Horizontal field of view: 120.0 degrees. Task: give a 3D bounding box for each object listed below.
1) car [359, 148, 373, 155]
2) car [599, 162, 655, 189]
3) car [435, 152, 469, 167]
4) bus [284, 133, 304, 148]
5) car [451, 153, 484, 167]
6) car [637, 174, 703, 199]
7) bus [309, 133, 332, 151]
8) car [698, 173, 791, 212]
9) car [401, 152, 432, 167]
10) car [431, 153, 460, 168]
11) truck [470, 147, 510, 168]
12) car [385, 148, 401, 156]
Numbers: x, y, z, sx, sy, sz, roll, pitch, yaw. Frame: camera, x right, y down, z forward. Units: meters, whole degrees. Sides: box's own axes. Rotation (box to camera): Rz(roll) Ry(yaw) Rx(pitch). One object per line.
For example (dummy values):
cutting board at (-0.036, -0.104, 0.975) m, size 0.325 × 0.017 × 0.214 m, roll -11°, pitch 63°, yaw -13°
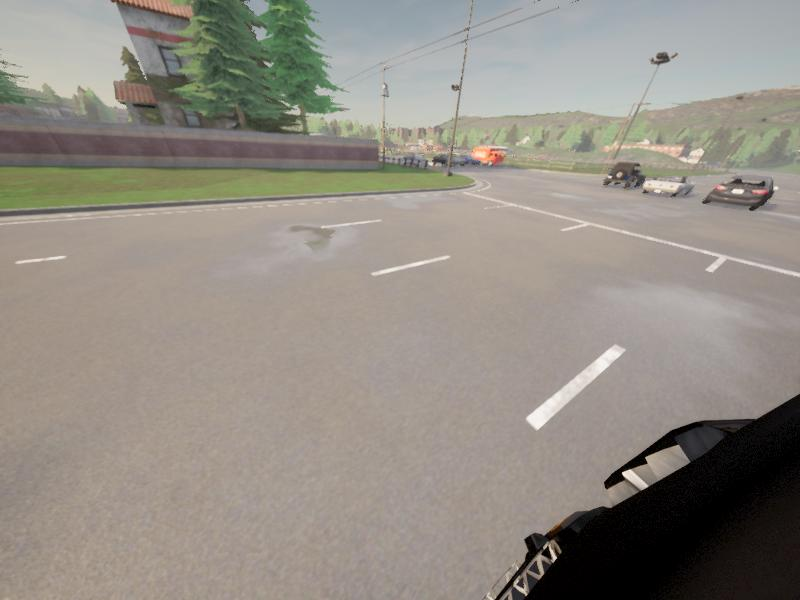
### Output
car at (-8.349, -36.328, 56.505) m, size 1.994 × 1.385 × 4.181 m, roll -13°, pitch 37°, yaw -23°
car at (20.005, -11.030, 20.383) m, size 3.866 × 1.878 × 1.905 m, roll -17°, pitch 39°, yaw -27°
car at (7.887, -21.707, 35.660) m, size 2.152 × 1.651 × 5.027 m, roll -17°, pitch 39°, yaw -28°
bus at (-39.554, -59.337, 85.897) m, size 3.944 × 4.253 × 10.273 m, roll -17°, pitch 39°, yaw -28°
car at (10.853, -22.589, 37.297) m, size 1.882 × 1.535 × 5.008 m, roll -17°, pitch 39°, yaw -28°
car at (20.172, -8.554, 17.221) m, size 4.718 × 1.301 × 1.895 m, roll -17°, pitch 39°, yaw -27°
bus at (-24.853, -49.374, 72.139) m, size 3.944 × 4.253 × 10.273 m, roll -15°, pitch 38°, yaw -26°
car at (21.249, -6.753, 14.269) m, size 4.611 × 1.667 × 2.242 m, roll -17°, pitch 39°, yaw -27°
car at (2.198, -19.569, 32.160) m, size 1.812 × 1.442 × 4.674 m, roll -17°, pitch 39°, yaw -28°
car at (6.286, -19.508, 32.284) m, size 1.789 × 1.549 × 3.705 m, roll -17°, pitch 39°, yaw -28°
truck at (14.501, -23.307, 37.783) m, size 2.627 × 2.467 × 5.204 m, roll -17°, pitch 40°, yaw -28°
car at (-1.776, -37.850, 59.173) m, size 2.007 × 1.525 × 4.514 m, roll -17°, pitch 39°, yaw -28°
